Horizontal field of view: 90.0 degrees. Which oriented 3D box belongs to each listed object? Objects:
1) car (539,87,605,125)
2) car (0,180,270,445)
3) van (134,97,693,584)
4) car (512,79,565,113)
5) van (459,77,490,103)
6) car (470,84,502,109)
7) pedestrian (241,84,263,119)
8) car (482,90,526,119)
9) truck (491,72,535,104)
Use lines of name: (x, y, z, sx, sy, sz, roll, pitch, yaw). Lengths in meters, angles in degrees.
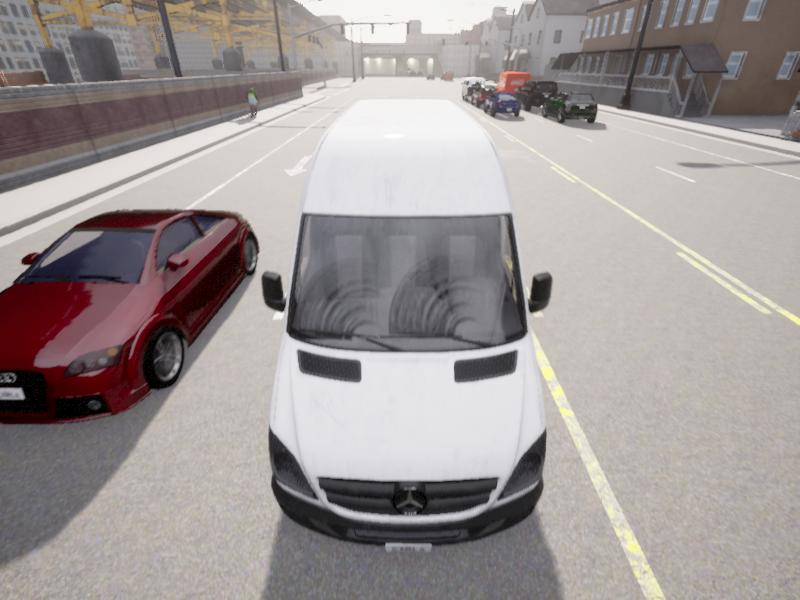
car: (10.641, -12.278, 25.154, 2.097, 1.767, 4.553, 0, 30, 0)
car: (-3.427, -0.328, 5.185, 1.994, 1.385, 4.181, 1, 30, 1)
van: (0.056, -0.676, 4.617, 1.988, 2.561, 5.915, 0, 31, 0)
car: (10.644, -16.045, 31.329, 2.150, 2.045, 5.566, 0, 30, 0)
van: (7.197, -20.560, 39.036, 2.069, 2.038, 4.480, 0, 30, 0)
car: (7.177, -17.268, 33.848, 1.851, 1.617, 3.988, 0, 30, 0)
pedestrian: (-9.100, -12.253, 24.688, 0.751, 1.860, 0.751, 2, 30, 3)
car: (7.142, -13.727, 27.970, 1.812, 1.442, 4.674, 0, 30, 0)
truck: (10.571, -20.205, 38.007, 2.627, 2.467, 5.204, 1, 30, 1)
